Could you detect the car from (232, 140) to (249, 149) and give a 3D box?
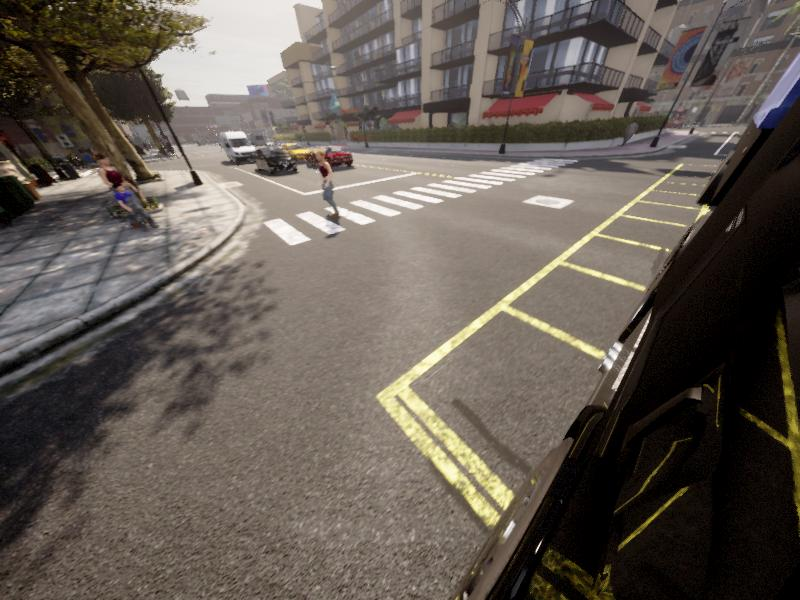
[{"bbox_3d":[-34.557,-33.616,49.924,1.837,1.490,4.892,-28,43,-30],"label":"car"}]

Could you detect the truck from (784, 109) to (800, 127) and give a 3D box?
[{"bbox_3d":[60.368,-25.708,32.439,2.390,2.098,6.274,-1,37,2],"label":"truck"}]

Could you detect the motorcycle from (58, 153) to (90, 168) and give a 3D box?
[{"bbox_3d":[-36.471,-15.630,25.833,2.356,1.277,0.764,10,49,17],"label":"motorcycle"}]

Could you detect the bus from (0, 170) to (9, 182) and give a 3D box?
[{"bbox_3d":[-36.550,-9.166,14.877,10.273,4.253,3.944,-28,43,-30],"label":"bus"}]

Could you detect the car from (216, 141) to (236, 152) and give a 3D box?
[{"bbox_3d":[-33.804,-29.892,44.854,2.128,1.511,4.902,-28,44,-30],"label":"car"}]

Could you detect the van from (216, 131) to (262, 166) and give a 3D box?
[{"bbox_3d":[-16.219,-15.277,23.171,1.988,2.561,5.915,-28,44,-30],"label":"van"}]

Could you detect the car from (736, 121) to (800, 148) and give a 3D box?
[{"bbox_3d":[28.154,-12.765,17.785,5.357,1.411,2.033,-28,43,-30],"label":"car"}]

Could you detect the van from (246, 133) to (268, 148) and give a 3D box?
[{"bbox_3d":[-31.717,-35.345,51.178,1.988,2.561,5.915,-28,44,-30],"label":"van"}]

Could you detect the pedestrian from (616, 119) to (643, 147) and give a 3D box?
[{"bbox_3d":[18.946,-13.800,19.105,0.751,1.860,0.751,-29,44,-31],"label":"pedestrian"}]

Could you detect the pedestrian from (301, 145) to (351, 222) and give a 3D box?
[{"bbox_3d":[-2.131,-3.415,6.810,0.751,1.860,0.751,-28,44,-30],"label":"pedestrian"}]

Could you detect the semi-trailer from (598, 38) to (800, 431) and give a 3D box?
[{"bbox_3d":[8.691,-3.607,4.240,14.254,4.402,2.717,-28,43,-30],"label":"semi-trailer"}]

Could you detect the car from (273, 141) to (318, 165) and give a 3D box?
[{"bbox_3d":[-9.944,-13.927,21.738,1.801,1.575,5.366,-28,44,-30],"label":"car"}]

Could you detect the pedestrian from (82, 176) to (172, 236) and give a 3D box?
[{"bbox_3d":[-7.067,-2.466,6.078,0.751,1.300,0.751,6,38,12],"label":"pedestrian"}]

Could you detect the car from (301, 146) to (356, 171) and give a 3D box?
[{"bbox_3d":[-5.471,-10.820,17.502,1.895,1.301,4.718,-28,44,-30],"label":"car"}]

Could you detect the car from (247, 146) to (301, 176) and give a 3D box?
[{"bbox_3d":[-9.157,-10.143,16.672,1.837,1.490,4.892,-28,44,-30],"label":"car"}]

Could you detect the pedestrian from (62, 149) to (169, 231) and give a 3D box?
[{"bbox_3d":[-7.559,-2.951,6.294,0.751,1.860,0.751,-2,37,1],"label":"pedestrian"}]

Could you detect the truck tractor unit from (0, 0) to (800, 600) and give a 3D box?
[{"bbox_3d":[2.645,-0.295,0.351,6.516,4.208,3.053,-28,44,-30],"label":"truck tractor unit"}]
